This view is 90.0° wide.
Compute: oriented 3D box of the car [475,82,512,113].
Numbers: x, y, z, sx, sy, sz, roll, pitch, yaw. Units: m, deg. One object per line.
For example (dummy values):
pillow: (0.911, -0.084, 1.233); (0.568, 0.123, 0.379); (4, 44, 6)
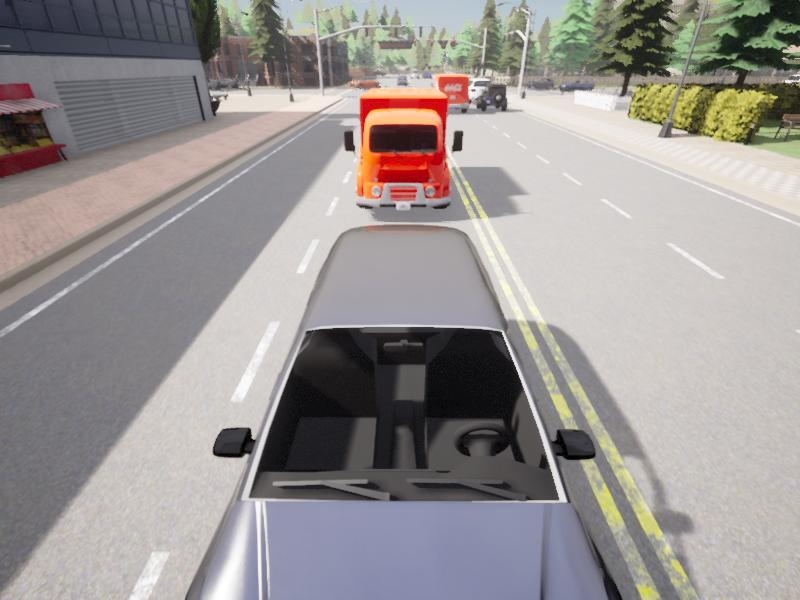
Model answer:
car: (7.201, -15.814, 31.155); (1.905, 1.878, 3.866); (0, 30, 0)

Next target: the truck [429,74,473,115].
truck: (3.700, -15.607, 30.225); (2.627, 2.467, 5.204); (0, 30, 0)

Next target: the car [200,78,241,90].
car: (-25.887, -31.224, 57.877); (4.792, 1.488, 2.163); (-2, 30, -3)

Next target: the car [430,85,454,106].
car: (3.730, -18.489, 36.081); (1.845, 1.501, 3.633); (0, 30, 0)

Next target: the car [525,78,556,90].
car: (20.122, -30.984, 57.409); (3.633, 1.501, 1.845); (0, 30, 0)

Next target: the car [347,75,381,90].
car: (-5.249, -32.250, 59.336); (4.553, 1.767, 2.097); (-23, 37, -34)

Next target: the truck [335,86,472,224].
truck: (0.080, -4.082, 10.513); (2.627, 2.467, 5.204); (0, 31, 0)

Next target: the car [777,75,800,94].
car: (52.268, -27.548, 51.091); (5.566, 2.045, 2.150); (0, 30, 0)

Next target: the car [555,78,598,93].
car: (23.972, -29.190, 54.376); (4.611, 1.667, 2.242); (0, 30, 0)

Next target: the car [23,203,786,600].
car: (0.026, 0.758, 3.054); (2.242, 1.667, 4.611); (0, 30, 0)

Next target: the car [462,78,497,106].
car: (7.234, -19.456, 37.225); (2.150, 2.045, 5.566); (0, 30, 0)

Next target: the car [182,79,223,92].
car: (-26.981, -29.419, 54.813); (4.514, 1.525, 2.007); (-3, 30, -5)
